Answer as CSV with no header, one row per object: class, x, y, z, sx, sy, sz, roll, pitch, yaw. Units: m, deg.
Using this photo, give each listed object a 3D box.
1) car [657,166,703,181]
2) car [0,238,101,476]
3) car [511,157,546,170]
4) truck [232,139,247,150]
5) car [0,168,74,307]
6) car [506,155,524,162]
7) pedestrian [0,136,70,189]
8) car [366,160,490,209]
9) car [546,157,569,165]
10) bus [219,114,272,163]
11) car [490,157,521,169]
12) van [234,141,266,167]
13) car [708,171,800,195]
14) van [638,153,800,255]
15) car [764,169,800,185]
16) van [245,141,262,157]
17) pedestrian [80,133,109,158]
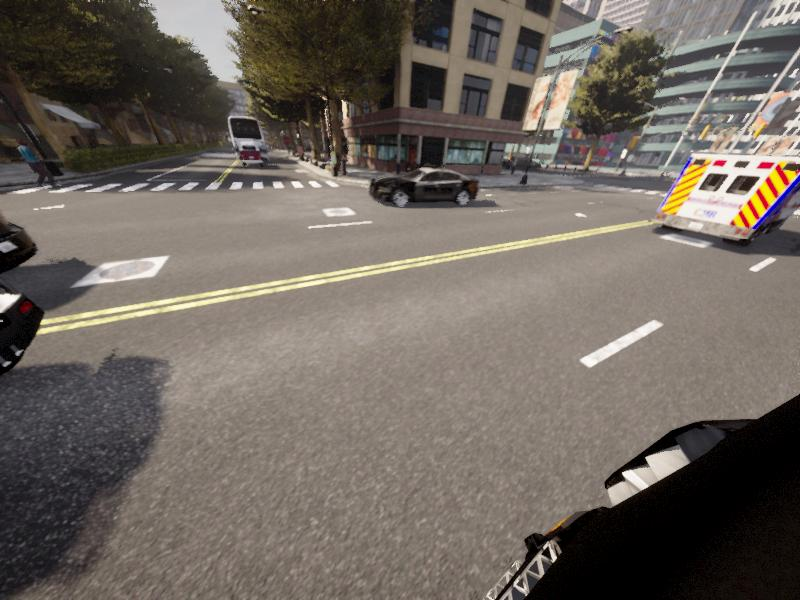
car,41.166,-18.658,34.090,3.633,1.501,1.845,20,37,23
car,-5.236,0.781,0.694,4.605,1.855,1.932,-14,37,-23
car,21.974,-23.535,39.831,2.242,1.667,4.611,-13,37,-23
truck,-40.586,-39.357,58.476,2.390,2.098,6.274,-14,37,-24
car,-8.577,-0.484,2.556,5.238,1.638,1.930,-13,37,-23
car,36.404,-44.948,73.388,2.161,1.482,4.786,-14,37,-24
pedestrian,-15.589,-5.846,9.881,0.751,1.860,0.751,-14,37,-24
car,1.211,-5.411,10.787,5.238,1.638,1.930,-8,35,-16
car,45.302,-39.982,66.498,2.128,1.511,4.902,-14,37,-24
bus,-19.279,-20.382,29.470,3.944,4.253,10.273,-14,37,-23
car,18.041,-23.646,39.897,1.812,1.442,4.674,-14,37,-23
van,-15.094,-14.853,23.428,2.069,2.038,4.480,-14,36,-23
car,36.139,-12.039,23.665,4.974,1.542,2.038,20,37,24
van,12.179,-3.612,8.213,6.366,2.431,2.351,-13,37,-23
car,59.118,-18.919,35.589,4.605,1.855,1.932,-12,36,-24
van,-24.002,-24.836,37.902,1.775,1.987,4.442,-14,37,-23
pedestrian,-27.781,-14.032,21.039,0.751,1.860,0.751,-17,38,-28
